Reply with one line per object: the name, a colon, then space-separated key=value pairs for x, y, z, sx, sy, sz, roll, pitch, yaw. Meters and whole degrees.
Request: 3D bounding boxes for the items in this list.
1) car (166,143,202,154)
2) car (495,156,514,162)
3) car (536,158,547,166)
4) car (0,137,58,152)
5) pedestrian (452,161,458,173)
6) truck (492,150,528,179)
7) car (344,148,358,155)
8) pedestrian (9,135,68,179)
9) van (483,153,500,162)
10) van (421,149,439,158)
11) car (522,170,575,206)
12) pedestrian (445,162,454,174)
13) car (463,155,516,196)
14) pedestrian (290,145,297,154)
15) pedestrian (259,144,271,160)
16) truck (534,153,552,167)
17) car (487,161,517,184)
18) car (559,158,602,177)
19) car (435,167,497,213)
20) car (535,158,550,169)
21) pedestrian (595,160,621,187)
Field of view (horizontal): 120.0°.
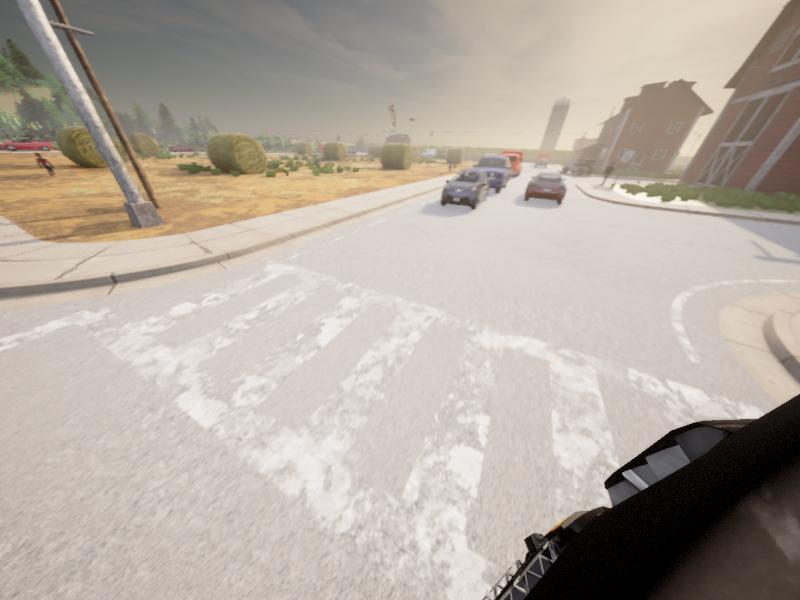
car: x=-39.887 y=-28.021 z=42.747 sx=1.816 sy=1.474 sz=4.193 roll=20 pitch=37 yaw=24
car: x=33.775 y=-45.647 z=74.653 sx=4.974 sy=1.542 sz=2.038 roll=18 pitch=36 yaw=22
car: x=36.441 y=-35.578 z=59.447 sx=2.038 sy=1.542 sz=4.974 roll=18 pitch=36 yaw=22
car: x=-51.602 y=-21.452 z=31.861 sx=2.007 sy=1.525 sz=4.514 roll=20 pitch=37 yaw=24
pedestrian: x=6.185 y=-15.020 z=26.048 sx=0.500 sy=1.100 sz=0.500 roll=9 pitch=34 yaw=10
truck: x=12.380 y=-15.256 z=25.899 sx=2.627 sy=2.467 sz=5.204 roll=17 pitch=36 yaw=22
car: x=-16.121 y=-49.058 z=76.226 sx=2.097 sy=1.767 sz=4.553 roll=20 pitch=37 yaw=24
pedestrian: x=-18.699 y=-7.398 z=12.028 sx=0.751 sy=1.860 sz=0.751 roll=-20 pitch=39 yaw=-30
van: x=28.975 y=-45.216 z=73.261 sx=4.480 sy=2.038 sz=2.069 roll=18 pitch=36 yaw=22
van: x=10.848 y=-53.484 z=84.164 sx=5.915 sy=2.561 sz=1.988 roll=18 pitch=36 yaw=22
car: x=8.671 y=-6.785 z=13.707 sx=1.994 sy=1.385 sz=4.181 roll=17 pitch=36 yaw=21
pedestrian: x=5.169 y=-13.796 z=24.109 sx=0.500 sy=1.100 sz=0.500 roll=-23 pitch=41 yaw=-33
car: x=6.376 y=-8.862 z=16.109 sx=2.150 sy=2.045 sz=5.566 roll=17 pitch=36 yaw=21
pedestrian: x=-25.184 y=-35.619 z=54.684 sx=0.751 sy=1.860 sz=0.751 roll=18 pitch=36 yaw=22
pedestrian: x=-18.939 y=-20.738 z=32.374 sx=0.751 sy=1.860 sz=0.751 roll=20 pitch=37 yaw=24
truck: x=32.575 y=-31.974 z=52.797 sx=2.627 sy=2.467 sz=5.204 roll=17 pitch=35 yaw=21
car: x=9.390 y=-11.793 z=21.244 sx=1.789 sy=1.549 sz=3.705 roll=17 pitch=36 yaw=21
car: x=23.495 y=-17.471 z=30.283 sx=1.905 sy=1.878 sz=3.866 roll=-12 pitch=34 yaw=-11
car: x=3.261 y=-5.448 z=11.144 sx=1.845 sy=1.501 sz=3.633 roll=17 pitch=36 yaw=22
car: x=29.228 y=-28.158 z=47.539 sx=2.152 sy=1.651 sz=5.027 roll=17 pitch=36 yaw=21
pedestrian: x=16.976 y=-10.327 z=18.916 sx=0.751 sy=1.860 sz=0.751 roll=16 pitch=35 yaw=19
